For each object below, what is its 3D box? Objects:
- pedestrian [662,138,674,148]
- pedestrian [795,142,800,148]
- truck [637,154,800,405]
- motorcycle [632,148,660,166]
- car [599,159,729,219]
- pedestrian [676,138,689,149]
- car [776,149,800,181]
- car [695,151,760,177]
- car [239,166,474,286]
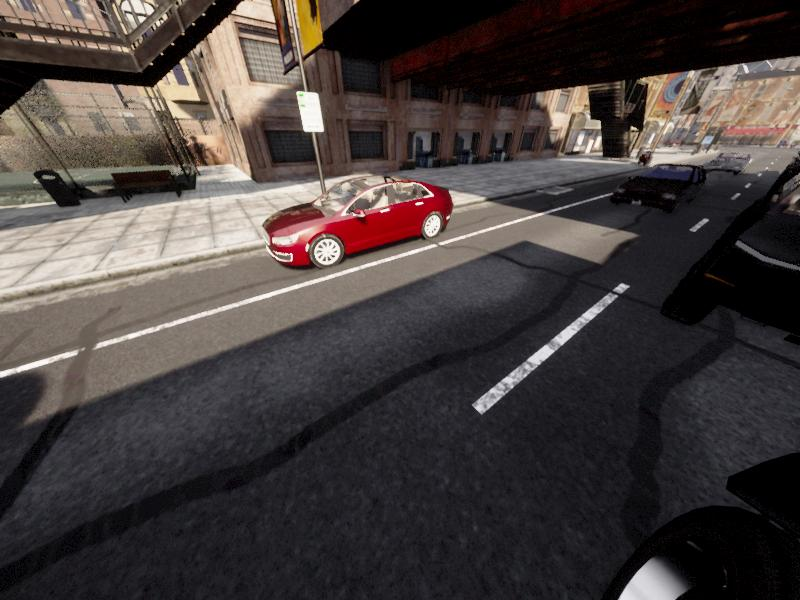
[{"bbox_3d":[57.150,-33.548,49.311,0.751,1.860,0.751,8,36,11],"label":"pedestrian"},{"bbox_3d":[84.566,-33.019,48.338,0.751,1.860,0.751,9,36,13],"label":"pedestrian"},{"bbox_3d":[6.616,-0.817,3.367,6.274,2.098,2.390,-21,40,-29],"label":"truck"},{"bbox_3d":[21.634,-12.630,20.391,0.856,1.236,1.805,15,38,20],"label":"motorcycle"},{"bbox_3d":[10.647,-4.659,9.268,5.357,1.411,2.033,-22,40,-27],"label":"car"},{"bbox_3d":[54.213,-30.053,44.359,0.751,1.860,0.751,18,39,24],"label":"pedestrian"},{"bbox_3d":[26.670,-8.799,14.819,5.238,1.638,1.930,-22,41,-28],"label":"car"},{"bbox_3d":[23.792,-9.941,16.768,4.718,1.301,1.895,-22,41,-28],"label":"car"},{"bbox_3d":[-0.790,-2.218,5.763,4.892,1.521,2.231,-22,41,-28],"label":"car"}]
